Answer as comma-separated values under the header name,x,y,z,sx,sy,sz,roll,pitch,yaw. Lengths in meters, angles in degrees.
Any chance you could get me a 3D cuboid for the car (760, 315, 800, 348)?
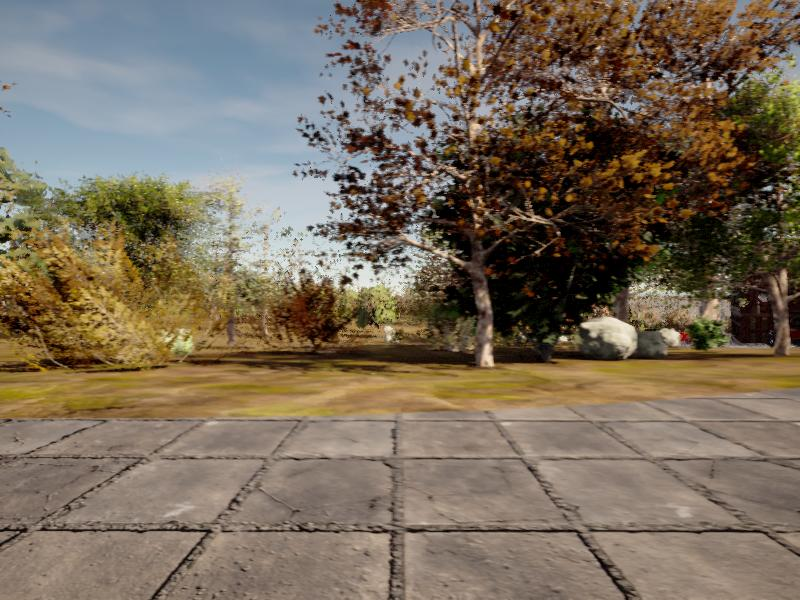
name,x,y,z,sx,sy,sz,roll,pitch,yaw
car,23.838,1.846,23.476,1.905,1.878,3.866,-1,-6,2
